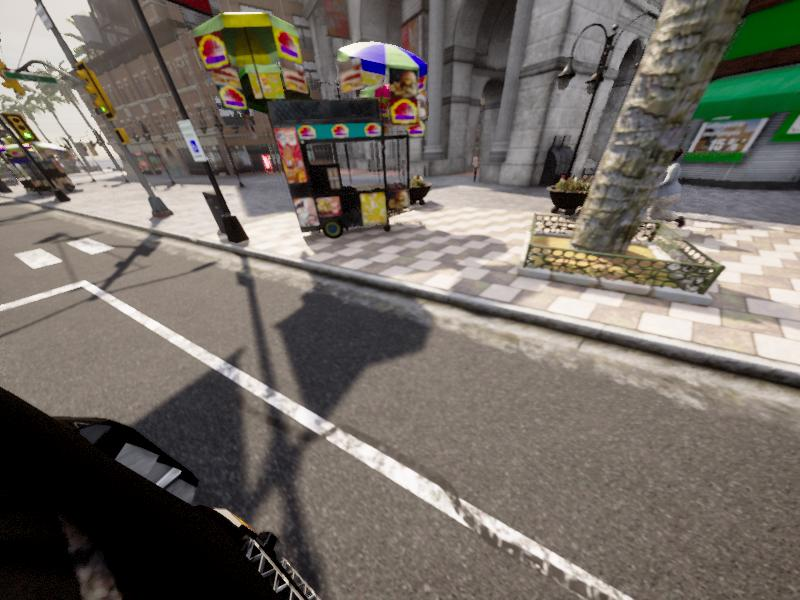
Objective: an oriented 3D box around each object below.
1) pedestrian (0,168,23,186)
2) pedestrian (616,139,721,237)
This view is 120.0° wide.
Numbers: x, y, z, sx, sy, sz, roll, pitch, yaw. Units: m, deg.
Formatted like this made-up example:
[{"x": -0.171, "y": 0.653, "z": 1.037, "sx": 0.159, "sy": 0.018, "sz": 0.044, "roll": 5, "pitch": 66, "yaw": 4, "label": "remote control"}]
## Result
[{"x": -47.935, "y": -15.116, "z": 28.422, "sx": 0.751, "sy": 1.860, "sz": 0.751, "roll": 25, "pitch": 43, "yaw": 36, "label": "pedestrian"}, {"x": 5.919, "y": -2.514, "z": 5.275, "sx": 0.751, "sy": 1.860, "sz": 0.751, "roll": 16, "pitch": 38, "yaw": 26, "label": "pedestrian"}]
